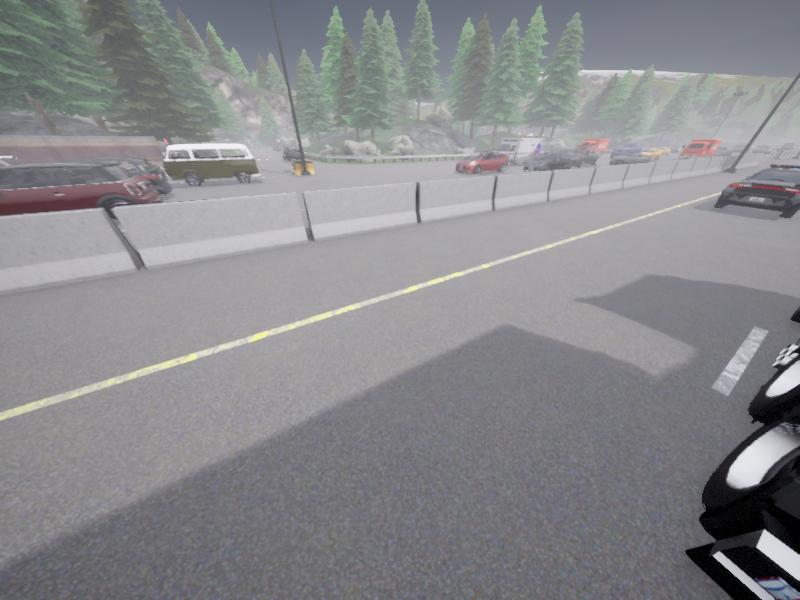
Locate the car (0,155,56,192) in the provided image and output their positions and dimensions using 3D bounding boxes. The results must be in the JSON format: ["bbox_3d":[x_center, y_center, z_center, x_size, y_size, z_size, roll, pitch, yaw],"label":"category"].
[{"bbox_3d":[-21.516,-6.431,11.771,3.806,1.475,1.970,-18,39,-24],"label":"car"}]

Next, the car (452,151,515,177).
[{"bbox_3d":[6.664,-11.010,18.523,4.514,1.525,2.007,-18,39,-24],"label":"car"}]

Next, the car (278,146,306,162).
[{"bbox_3d":[-13.669,-18.519,29.149,2.128,1.511,4.902,-19,39,-25],"label":"car"}]

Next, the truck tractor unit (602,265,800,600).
[{"bbox_3d":[5.108,-0.305,0.776,6.516,4.208,3.053,-18,39,-24],"label":"truck tractor unit"}]

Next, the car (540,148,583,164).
[{"bbox_3d":[19.556,-17.494,27.963,4.892,1.490,1.837,-18,39,-24],"label":"car"}]

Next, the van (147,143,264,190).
[{"bbox_3d":[-10.780,-7.846,13.398,4.480,2.038,2.069,-18,39,-25],"label":"van"}]

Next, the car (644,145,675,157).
[{"bbox_3d":[44.870,-25.741,39.925,5.366,1.575,1.801,-18,39,-25],"label":"car"}]

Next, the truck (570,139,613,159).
[{"bbox_3d":[29.570,-23.446,35.745,5.204,2.467,2.627,-18,39,-25],"label":"truck"}]

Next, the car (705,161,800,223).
[{"bbox_3d":[15.077,-4.511,9.259,4.974,1.542,2.038,-18,39,-24],"label":"car"}]

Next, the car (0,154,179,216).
[{"bbox_3d":[-12.504,-4.826,9.369,4.611,1.667,2.242,-18,39,-24],"label":"car"}]

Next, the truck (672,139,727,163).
[{"bbox_3d":[39.476,-19.741,30.502,5.204,2.467,2.627,-18,39,-25],"label":"truck"}]

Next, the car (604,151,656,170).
[{"bbox_3d":[22.748,-13.864,22.885,4.181,1.385,1.994,-18,39,-24],"label":"car"}]

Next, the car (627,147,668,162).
[{"bbox_3d":[33.346,-19.691,31.148,5.366,1.575,1.801,-18,39,-24],"label":"car"}]

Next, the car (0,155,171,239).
[{"bbox_3d":[-10.516,-3.216,6.965,4.553,1.767,2.097,-18,39,-24],"label":"car"}]

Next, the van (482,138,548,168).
[{"bbox_3d":[11.953,-15.411,24.095,6.366,2.431,2.351,-18,39,-24],"label":"van"}]

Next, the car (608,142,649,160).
[{"bbox_3d":[34.421,-22.543,34.836,5.566,2.045,2.150,-19,39,-24],"label":"car"}]

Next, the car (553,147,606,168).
[{"bbox_3d":[18.796,-15.014,24.240,4.611,1.667,2.242,-18,39,-24],"label":"car"}]

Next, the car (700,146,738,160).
[{"bbox_3d":[47.988,-22.156,34.761,4.856,1.649,2.033,-18,39,-25],"label":"car"}]

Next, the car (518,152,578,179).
[{"bbox_3d":[11.032,-10.131,17.279,3.705,1.549,1.789,-18,39,-25],"label":"car"}]
